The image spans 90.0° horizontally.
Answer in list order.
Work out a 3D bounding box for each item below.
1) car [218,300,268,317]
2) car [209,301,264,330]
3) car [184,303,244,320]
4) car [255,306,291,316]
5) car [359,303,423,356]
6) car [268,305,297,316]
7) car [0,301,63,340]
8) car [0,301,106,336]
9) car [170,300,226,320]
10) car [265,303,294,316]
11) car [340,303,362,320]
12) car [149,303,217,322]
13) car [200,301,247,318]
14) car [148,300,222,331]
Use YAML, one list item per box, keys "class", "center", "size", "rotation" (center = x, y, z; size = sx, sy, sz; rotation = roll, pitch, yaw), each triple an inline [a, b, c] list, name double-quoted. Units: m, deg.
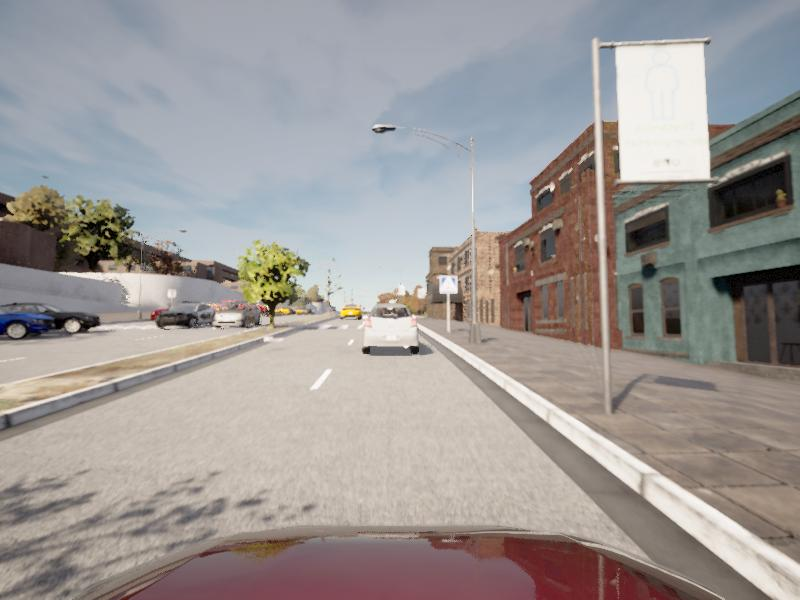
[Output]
- class: "car"
  center: [-19.284, 1.047, 49.170]
  size: [5.566, 2.045, 2.435]
  rotation: [0, -2, -23]
- class: "car"
  center: [-9.800, 0.888, 24.298]
  size: [1.851, 1.617, 3.988]
  rotation: [0, 0, -3]
- class: "car"
  center: [-18.625, 1.103, 40.316]
  size: [5.366, 1.575, 1.946]
  rotation: [0, -1, -23]
- class: "car"
  center: [-20.328, 1.726, 63.925]
  size: [5.366, 1.575, 1.946]
  rotation: [0, -2, -23]
- class: "car"
  center: [-0.335, 0.868, 13.371]
  size: [1.845, 1.501, 3.633]
  rotation: [0, 0, -2]
- class: "car"
  center: [-20.532, 1.794, 69.940]
  size: [4.553, 1.767, 2.185]
  rotation: [0, -2, -23]
- class: "car"
  center: [-17.437, 0.861, 16.489]
  size: [5.008, 1.535, 2.097]
  rotation: [-1, 0, -23]
- class: "car"
  center: [-17.603, 0.871, 19.446]
  size: [5.008, 1.535, 2.097]
  rotation: [-1, 0, -23]
- class: "car"
  center: [-18.655, 0.931, 37.256]
  size: [4.553, 1.767, 2.185]
  rotation: [0, -1, -23]
- class: "car"
  center: [-20.228, 1.599, 67.032]
  size: [4.442, 1.987, 1.878]
  rotation: [0, -2, -23]
- class: "car"
  center: [-4.790, 1.130, 39.997]
  size: [1.882, 1.535, 5.008]
  rotation: [0, -1, -3]
- class: "car"
  center: [-18.445, 1.011, 34.294]
  size: [5.008, 1.535, 2.097]
  rotation: [0, -1, -23]
- class: "car"
  center: [-18.994, 1.040, 43.198]
  size: [4.553, 1.767, 2.185]
  rotation: [0, -1, -23]
- class: "car"
  center: [-12.801, 0.862, 24.289]
  size: [1.930, 1.638, 5.238]
  rotation: [0, 0, -3]
